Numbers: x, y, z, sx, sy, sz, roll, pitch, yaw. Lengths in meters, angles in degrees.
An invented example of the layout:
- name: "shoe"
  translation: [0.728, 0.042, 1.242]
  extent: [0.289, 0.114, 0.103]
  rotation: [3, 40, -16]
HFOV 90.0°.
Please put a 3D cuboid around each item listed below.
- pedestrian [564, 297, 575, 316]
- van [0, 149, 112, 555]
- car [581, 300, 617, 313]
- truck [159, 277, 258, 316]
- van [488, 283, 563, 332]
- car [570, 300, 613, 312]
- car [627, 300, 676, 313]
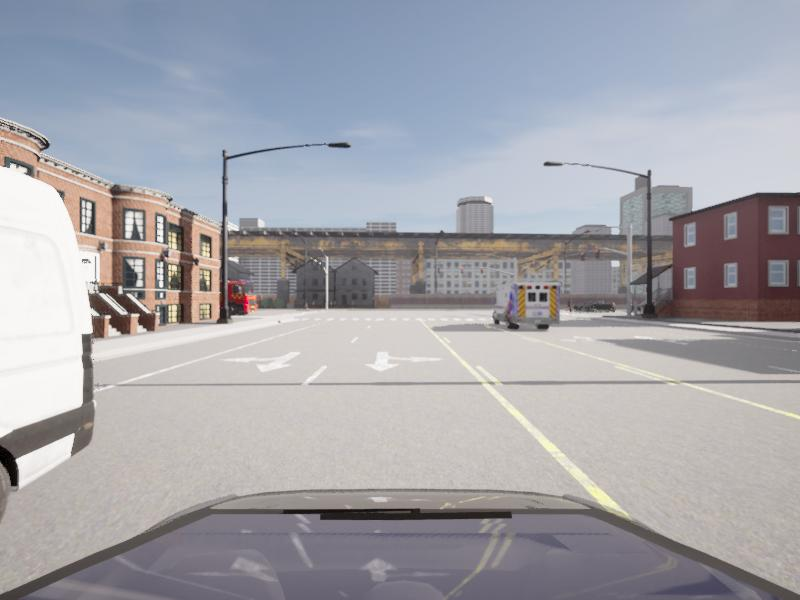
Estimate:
- name: "pedestrian"
  translation: [16.436, 0.611, 38.704]
  extent: [0.751, 1.860, 0.751]
  rotation: [0, 0, -1]
- name: "van"
  translation: [-3.513, 0.322, 0.543]
  extent: [1.988, 2.561, 5.915]
  rotation: [0, 0, 0]
- name: "car"
  translation: [25.067, 0.783, 50.518]
  extent: [3.705, 1.549, 1.789]
  rotation: [0, 0, 0]
- name: "truck"
  translation: [-18.925, -0.349, 39.963]
  extent: [8.468, 3.827, 2.891]
  rotation: [0, 0, 0]
- name: "van"
  translation: [6.958, 0.362, 23.131]
  extent: [2.351, 2.431, 6.366]
  rotation: [0, 0, 0]
- name: "car"
  translation: [25.785, 0.810, 54.017]
  extent: [4.892, 1.490, 1.837]
  rotation: [0, 0, 0]
- name: "car"
  translation: [31.767, 0.789, 50.524]
  extent: [5.008, 1.535, 1.882]
  rotation: [0, 0, 0]
